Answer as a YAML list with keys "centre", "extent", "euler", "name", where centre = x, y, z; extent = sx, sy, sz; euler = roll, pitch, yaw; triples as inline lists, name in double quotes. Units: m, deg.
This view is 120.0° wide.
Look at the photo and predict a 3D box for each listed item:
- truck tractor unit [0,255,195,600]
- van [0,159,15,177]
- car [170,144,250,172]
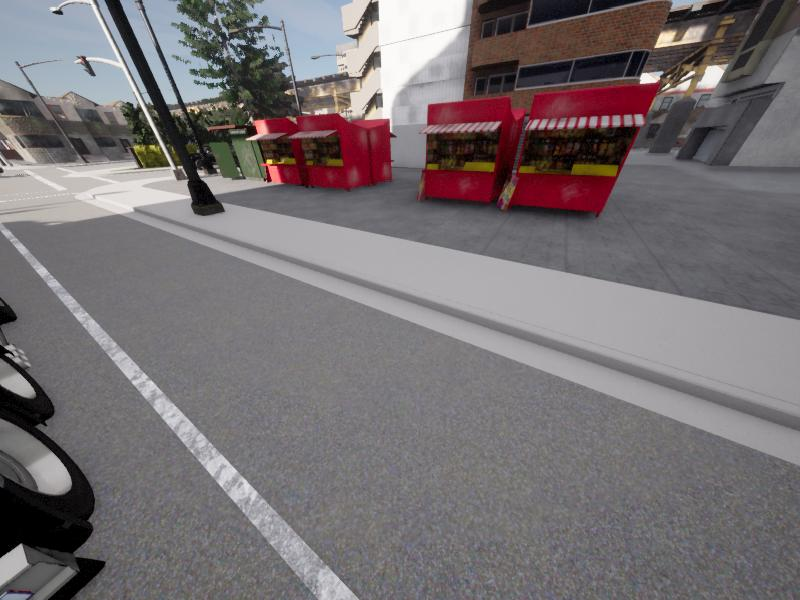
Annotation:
- centre: [-5.097, -0.314, 0.800]
  extent: [6.516, 4.208, 3.053]
  euler: [19, 39, 25]
  name: "truck tractor unit"
- centre: [-36.220, -10.746, 18.020]
  extent: [1.988, 2.561, 5.915]
  euler: [-3, 35, -3]
  name: "van"
- centre: [-19.121, -14.653, 23.661]
  extent: [2.150, 2.045, 5.566]
  euler: [18, 39, 26]
  name: "car"
